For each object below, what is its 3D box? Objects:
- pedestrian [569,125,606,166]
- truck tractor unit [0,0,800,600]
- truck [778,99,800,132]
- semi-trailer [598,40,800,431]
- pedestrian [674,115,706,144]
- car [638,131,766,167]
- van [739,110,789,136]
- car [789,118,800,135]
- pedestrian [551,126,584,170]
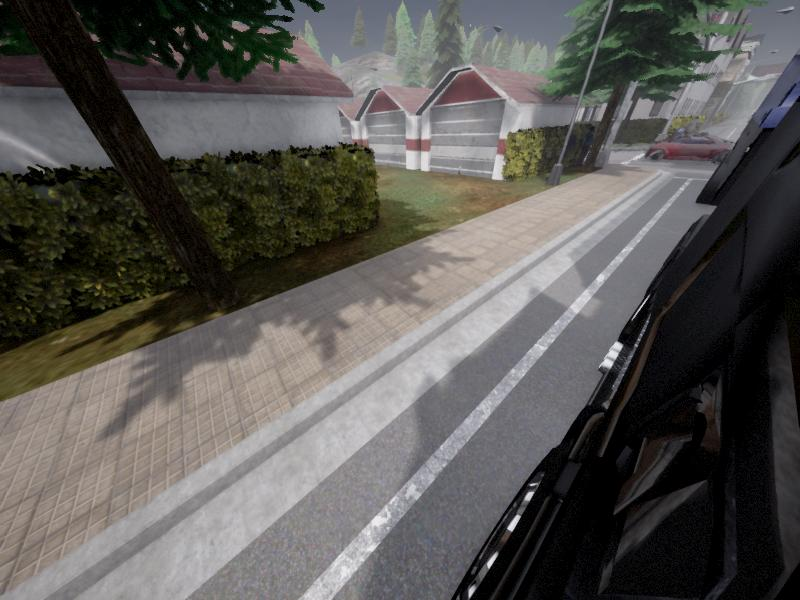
[{"bbox_3d":[10.648,-8.789,13.178,0.751,1.860,0.751,-20,40,-22],"label":"pedestrian"},{"bbox_3d":[2.645,-0.295,0.352,6.516,4.208,3.053,-28,44,-30],"label":"truck tractor unit"},{"bbox_3d":[50.092,-22.936,27.907,8.468,3.827,2.891,-28,44,-30],"label":"truck"},{"bbox_3d":[8.677,-3.623,4.245,14.254,4.402,2.717,-28,44,-30],"label":"semi-trailer"},{"bbox_3d":[23.807,-13.991,18.973,0.751,1.860,0.751,-24,42,-26],"label":"pedestrian"},{"bbox_3d":[17.156,-8.798,13.379,1.994,1.385,4.181,-29,44,-29],"label":"car"},{"bbox_3d":[39.919,-19.482,25.426,4.480,2.038,2.069,-28,44,-30],"label":"van"},{"bbox_3d":[43.332,-18.360,24.139,4.974,1.542,2.038,-28,44,-30],"label":"car"},{"bbox_3d":[8.775,-7.987,12.156,0.751,1.860,0.751,26,46,33],"label":"pedestrian"}]
